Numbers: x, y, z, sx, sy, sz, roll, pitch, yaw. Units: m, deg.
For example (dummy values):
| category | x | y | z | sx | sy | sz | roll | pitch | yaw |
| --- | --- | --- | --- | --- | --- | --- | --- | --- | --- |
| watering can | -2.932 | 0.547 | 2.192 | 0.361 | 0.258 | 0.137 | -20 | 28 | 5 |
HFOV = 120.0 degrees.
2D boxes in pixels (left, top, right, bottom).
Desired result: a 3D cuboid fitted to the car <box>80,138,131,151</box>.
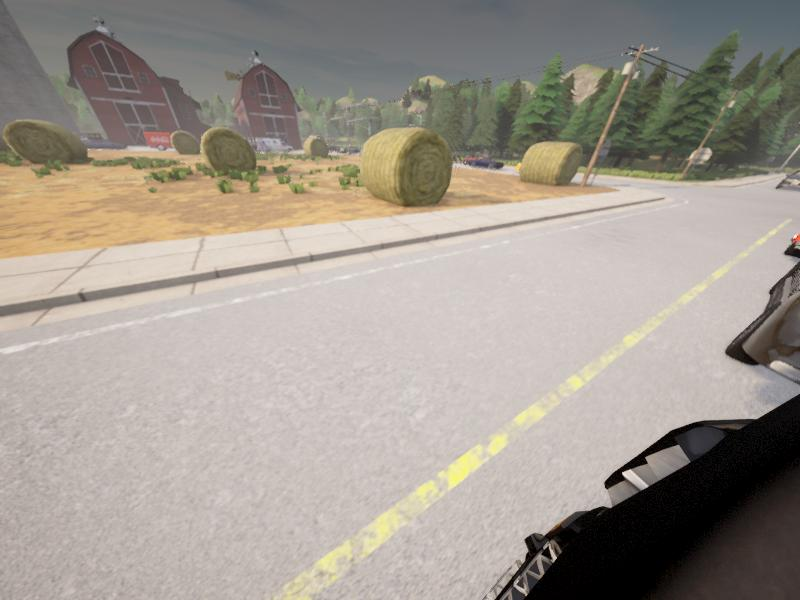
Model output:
| category | x | y | z | sx | sy | sz | roll | pitch | yaw |
| --- | --- | --- | --- | --- | --- | --- | --- | --- | --- |
| car | -43.438 | -23.000 | 34.208 | 4.181 | 1.385 | 1.994 | -19 | 40 | -28 |

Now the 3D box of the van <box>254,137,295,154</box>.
| category | x | y | z | sx | sy | sz | roll | pitch | yaw |
| --- | --- | --- | --- | --- | --- | --- | --- | --- | --- |
| van | -24.326 | -30.000 | 44.951 | 6.366 | 2.431 | 2.351 | -19 | 39 | -29 |

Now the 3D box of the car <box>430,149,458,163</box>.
| category | x | y | z | sx | sy | sz | roll | pitch | yaw |
| --- | --- | --- | --- | --- | --- | --- | --- | --- | --- |
| car | 7.553 | -24.859 | 39.910 | 2.097 | 1.767 | 4.553 | -18 | 39 | -28 |

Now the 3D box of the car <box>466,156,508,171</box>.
| category | x | y | z | sx | sy | sz | roll | pitch | yaw |
| --- | --- | --- | --- | --- | --- | --- | --- | --- | --- |
| car | 11.191 | -17.800 | 30.046 | 1.895 | 1.301 | 4.718 | -18 | 39 | -28 |

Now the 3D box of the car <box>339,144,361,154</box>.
| category | x | y | z | sx | sy | sz | roll | pitch | yaw |
| --- | --- | --- | --- | --- | --- | --- | --- | --- | --- |
| car | -12.055 | -36.337 | 55.698 | 4.605 | 1.855 | 1.932 | -19 | 39 | -29 |

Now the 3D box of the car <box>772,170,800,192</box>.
| category | x | y | z | sx | sy | sz | roll | pitch | yaw |
| --- | --- | --- | --- | --- | --- | --- | --- | --- | --- |
| car | 36.575 | -10.952 | 21.131 | 3.705 | 1.549 | 1.789 | -16 | 38 | -26 |

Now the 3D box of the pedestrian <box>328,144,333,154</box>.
| category | x | y | z | sx | sy | sz | roll | pitch | yaw |
| --- | --- | --- | --- | --- | --- | --- | --- | --- | --- |
| pedestrian | -15.963 | -34.869 | 53.219 | 0.751 | 1.860 | 0.751 | -23 | 41 | -33 |

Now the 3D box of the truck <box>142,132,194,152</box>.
| category | x | y | z | sx | sy | sz | roll | pitch | yaw |
| --- | --- | --- | --- | --- | --- | --- | --- | --- | --- |
| truck | -37.308 | -25.552 | 37.448 | 5.204 | 2.467 | 2.627 | -19 | 39 | -29 |

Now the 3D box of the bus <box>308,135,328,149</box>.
| category | x | y | z | sx | sy | sz | roll | pitch | yaw |
| --- | --- | --- | --- | --- | --- | --- | --- | --- | --- |
| bus | -31.906 | -61.041 | 89.231 | 3.944 | 4.253 | 10.273 | -18 | 39 | -28 |

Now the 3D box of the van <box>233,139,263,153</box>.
| category | x | y | z | sx | sy | sz | roll | pitch | yaw |
| --- | --- | --- | --- | --- | --- | --- | --- | --- | --- |
| van | -29.837 | -30.266 | 45.402 | 4.442 | 1.987 | 1.775 | -19 | 39 | -29 |

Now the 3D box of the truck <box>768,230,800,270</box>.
| category | x | y | z | sx | sy | sz | roll | pitch | yaw |
| --- | --- | --- | --- | --- | --- | --- | --- | --- | --- |
| truck | 12.342 | -1.994 | 5.395 | 5.204 | 2.467 | 2.627 | -16 | 38 | -26 |

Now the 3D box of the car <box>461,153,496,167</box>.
| category | x | y | z | sx | sy | sz | roll | pitch | yaw |
| --- | --- | --- | --- | --- | --- | --- | --- | --- | --- |
| car | 11.666 | -21.070 | 34.752 | 2.007 | 1.525 | 4.514 | -18 | 39 | -28 |

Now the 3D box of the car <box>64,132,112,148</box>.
| category | x | y | z | sx | sy | sz | roll | pitch | yaw |
| --- | --- | --- | --- | --- | --- | --- | --- | --- | --- |
| car | -50.549 | -26.025 | 37.554 | 1.905 | 1.878 | 3.866 | 14 | 37 | 7 |

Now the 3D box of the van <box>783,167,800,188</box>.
| category | x | y | z | sx | sy | sz | roll | pitch | yaw |
| --- | --- | --- | --- | --- | --- | --- | --- | --- | --- |
| van | 42.656 | -12.910 | 24.051 | 4.442 | 1.987 | 1.775 | -16 | 38 | -26 |

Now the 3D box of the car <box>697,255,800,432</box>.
| category | x | y | z | sx | sy | sz | roll | pitch | yaw |
| --- | --- | --- | --- | --- | --- | --- | --- | --- | --- |
| car | 6.243 | 0.135 | 2.590 | 5.027 | 1.651 | 2.152 | -16 | 38 | -26 |

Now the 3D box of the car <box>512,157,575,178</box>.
| category | x | y | z | sx | sy | sz | roll | pitch | yaw |
| --- | --- | --- | --- | --- | --- | --- | --- | --- | --- |
| car | 15.216 | -14.329 | 24.861 | 1.801 | 1.575 | 5.366 | -18 | 39 | -28 |

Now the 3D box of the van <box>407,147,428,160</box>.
| category | x | y | z | sx | sy | sz | roll | pitch | yaw |
| --- | --- | --- | --- | --- | --- | --- | --- | --- | --- |
| van | 3.380 | -28.668 | 45.163 | 1.775 | 1.987 | 4.442 | -18 | 39 | -28 |
